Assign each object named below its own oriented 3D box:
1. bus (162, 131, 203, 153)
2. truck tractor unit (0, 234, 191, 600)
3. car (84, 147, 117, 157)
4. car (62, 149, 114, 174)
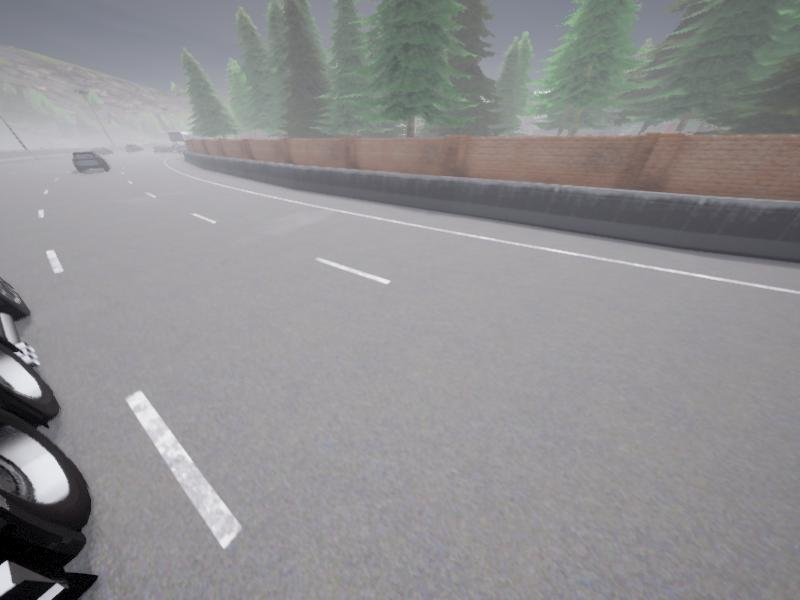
[{"bbox_3d":[-55.669,-40.792,59.625,3.944,4.253,10.273,-14,37,-18],"label":"bus"},{"bbox_3d":[-5.061,-0.346,0.852,6.516,4.208,3.053,20,40,27],"label":"truck tractor unit"},{"bbox_3d":[-58.255,-28.992,45.076,2.033,1.411,5.357,-17,38,-23],"label":"car"},{"bbox_3d":[-29.209,-13.168,21.816,2.033,1.649,4.856,-29,44,-34],"label":"car"}]
